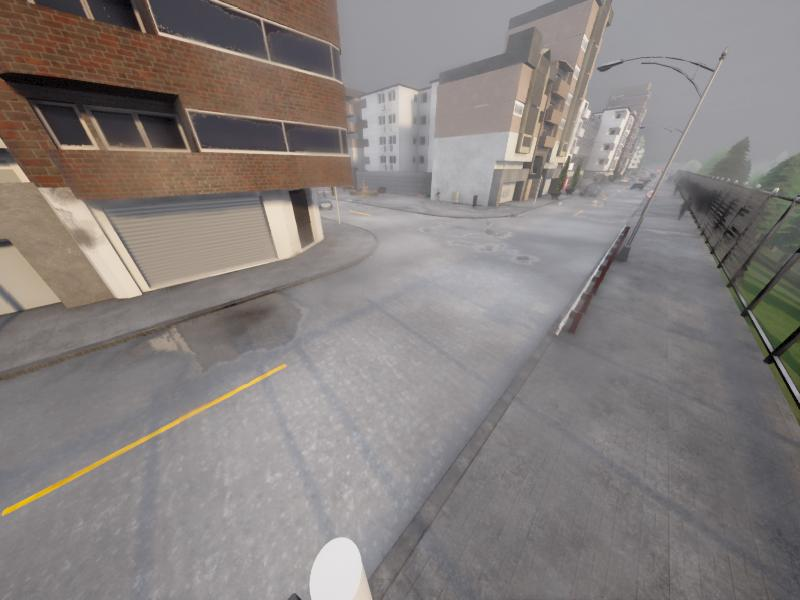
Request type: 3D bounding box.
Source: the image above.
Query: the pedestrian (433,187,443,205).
[{"bbox_3d":[4.589,-12.453,27.695,0.751,1.860,0.751,19,35,29],"label":"pedestrian"}]

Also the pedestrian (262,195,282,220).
[{"bbox_3d":[-10.890,-7.872,19.715,0.751,1.860,0.751,14,33,22],"label":"pedestrian"}]

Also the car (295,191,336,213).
[{"bbox_3d":[-9.329,-10.849,25.377,2.033,1.649,4.856,-26,39,-37],"label":"car"}]

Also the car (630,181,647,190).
[{"bbox_3d":[49.769,-23.920,48.141,4.892,1.490,1.837,-27,39,-38],"label":"car"}]

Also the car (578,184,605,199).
[{"bbox_3d":[29.041,-16.513,35.020,4.553,1.767,2.097,-27,39,-38],"label":"car"}]

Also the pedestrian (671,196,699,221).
[{"bbox_3d":[24.107,-7.783,19.577,0.751,1.860,0.751,26,39,37],"label":"pedestrian"}]

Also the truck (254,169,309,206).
[{"bbox_3d":[-15.596,-14.898,30.194,2.891,3.827,8.468,-26,39,-38],"label":"truck"}]

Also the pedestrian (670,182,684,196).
[{"bbox_3d":[42.964,-17.172,35.841,0.751,1.860,0.751,25,39,37],"label":"pedestrian"}]

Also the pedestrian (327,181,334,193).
[{"bbox_3d":[-11.895,-19.309,39.541,0.751,1.860,0.751,26,39,37],"label":"pedestrian"}]
